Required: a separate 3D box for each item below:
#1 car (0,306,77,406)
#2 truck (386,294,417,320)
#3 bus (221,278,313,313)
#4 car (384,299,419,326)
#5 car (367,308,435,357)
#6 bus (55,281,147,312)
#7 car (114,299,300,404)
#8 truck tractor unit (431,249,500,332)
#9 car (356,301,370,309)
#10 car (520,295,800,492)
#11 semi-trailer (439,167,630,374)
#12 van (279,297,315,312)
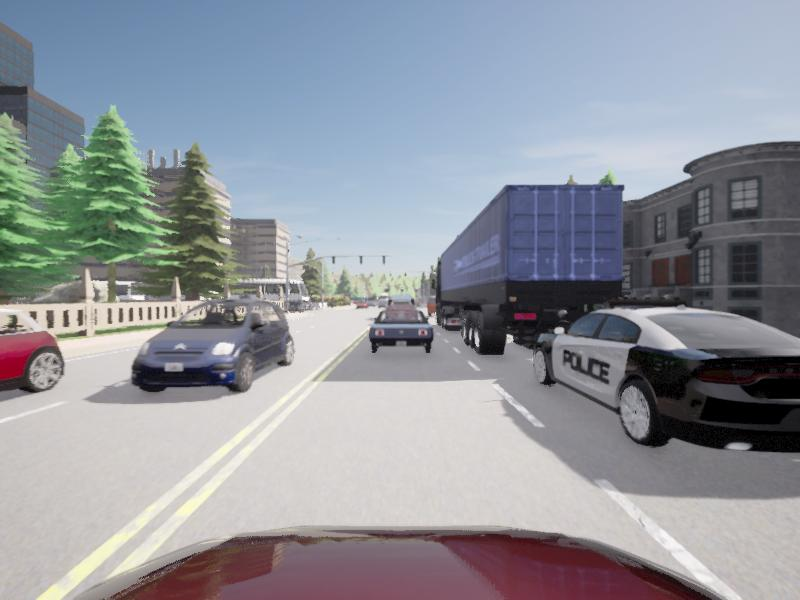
[{"bbox_3d":[-6.984,0.855,5.514,1.970,1.475,3.806,0,0,0],"label":"car"},{"bbox_3d":[0.119,0.556,34.593,2.390,2.098,6.274,0,0,0],"label":"truck"},{"bbox_3d":[-16.556,-0.515,50.513,10.273,4.253,3.944,0,0,0],"label":"bus"},{"bbox_3d":[0.093,0.791,27.102,2.152,1.651,5.027,0,0,0],"label":"car"},{"bbox_3d":[0.047,0.949,13.498,1.895,1.301,4.718,0,0,0],"label":"car"},{"bbox_3d":[-42.709,-0.513,57.381,10.273,4.253,3.944,0,0,0],"label":"bus"},{"bbox_3d":[-3.473,0.791,8.159,1.851,1.617,3.988,0,0,0],"label":"car"},{"bbox_3d":[3.577,-0.513,23.552,3.053,4.208,6.516,0,0,0],"label":"truck tractor unit"},{"bbox_3d":[-6.813,0.857,73.271,2.007,1.525,4.514,0,0,2],"label":"car"},{"bbox_3d":[3.520,0.774,5.941,1.930,1.638,5.238,0,0,0],"label":"car"},{"bbox_3d":[3.560,-0.611,15.640,2.717,4.402,14.254,0,0,0],"label":"semi-trailer"},{"bbox_3d":[-13.937,0.619,54.087,4.442,1.987,1.775,0,0,-3],"label":"van"}]
